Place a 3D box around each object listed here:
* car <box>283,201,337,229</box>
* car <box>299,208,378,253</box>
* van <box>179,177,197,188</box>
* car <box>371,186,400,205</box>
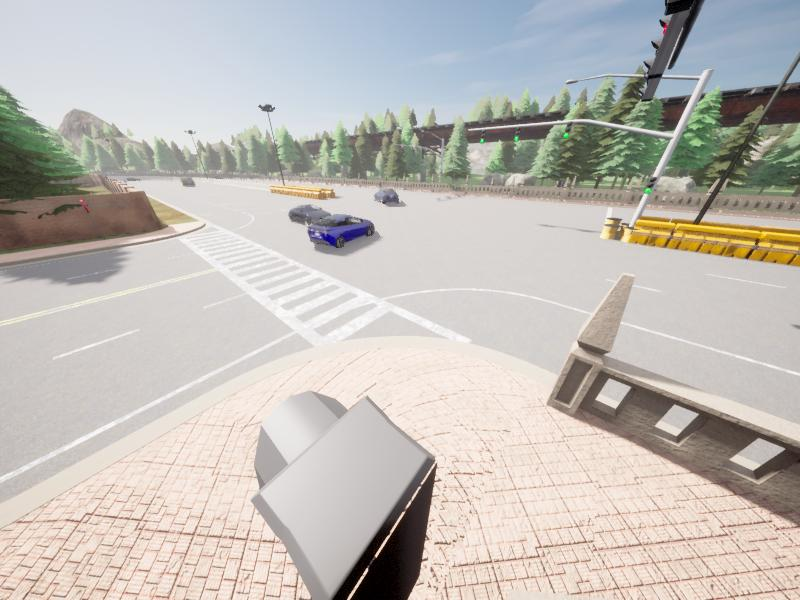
[{"bbox_3d":[-7.293,-6.937,18.653,4.181,1.385,1.994,23,37,34],"label":"car"},{"bbox_3d":[-3.452,-4.386,14.078,2.007,1.525,4.514,15,33,24],"label":"car"},{"bbox_3d":[-48.134,-26.809,52.453,4.442,1.987,1.775,23,37,34],"label":"van"},{"bbox_3d":[-1.894,-13.286,29.222,2.097,1.767,4.553,-13,32,-20],"label":"car"}]
